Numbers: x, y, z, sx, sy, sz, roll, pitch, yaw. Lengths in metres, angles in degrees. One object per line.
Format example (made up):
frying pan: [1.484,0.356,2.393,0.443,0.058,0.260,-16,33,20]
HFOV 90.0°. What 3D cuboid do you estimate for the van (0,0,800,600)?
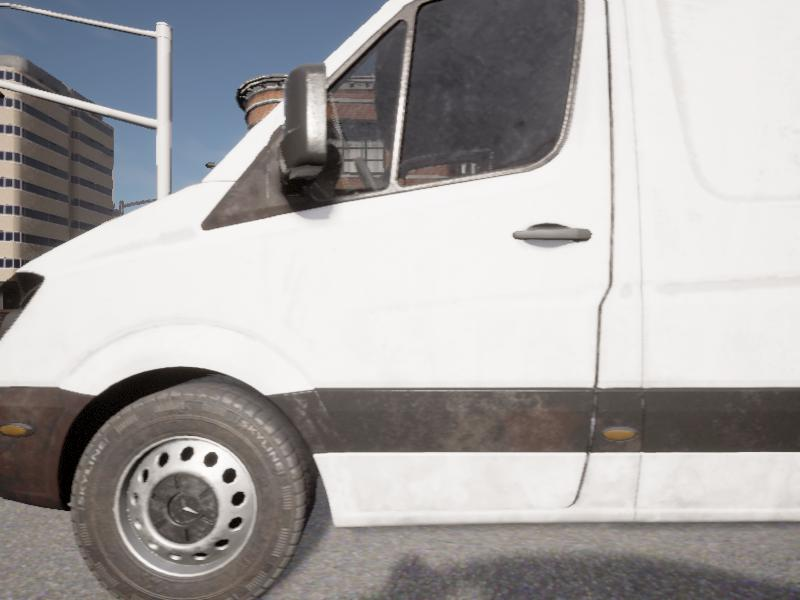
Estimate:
van: [1.282,-0.274,2.208,5.915,2.561,1.988,0,0,0]

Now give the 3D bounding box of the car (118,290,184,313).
car: [-19.114,0.123,31.083,1.930,1.638,5.238,0,0,0]
